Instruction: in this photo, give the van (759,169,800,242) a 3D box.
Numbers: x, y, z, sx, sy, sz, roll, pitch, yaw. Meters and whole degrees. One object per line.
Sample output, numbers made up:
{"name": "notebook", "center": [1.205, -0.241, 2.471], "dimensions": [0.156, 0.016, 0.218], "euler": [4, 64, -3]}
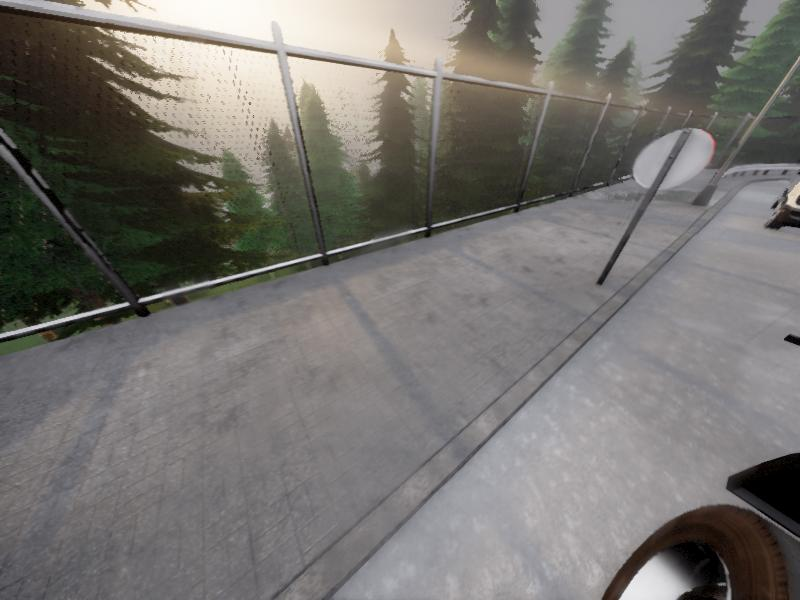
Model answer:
{"name": "van", "center": [12.823, -3.372, 6.346], "dimensions": [5.915, 2.561, 1.988], "euler": [-23, 41, -28]}
